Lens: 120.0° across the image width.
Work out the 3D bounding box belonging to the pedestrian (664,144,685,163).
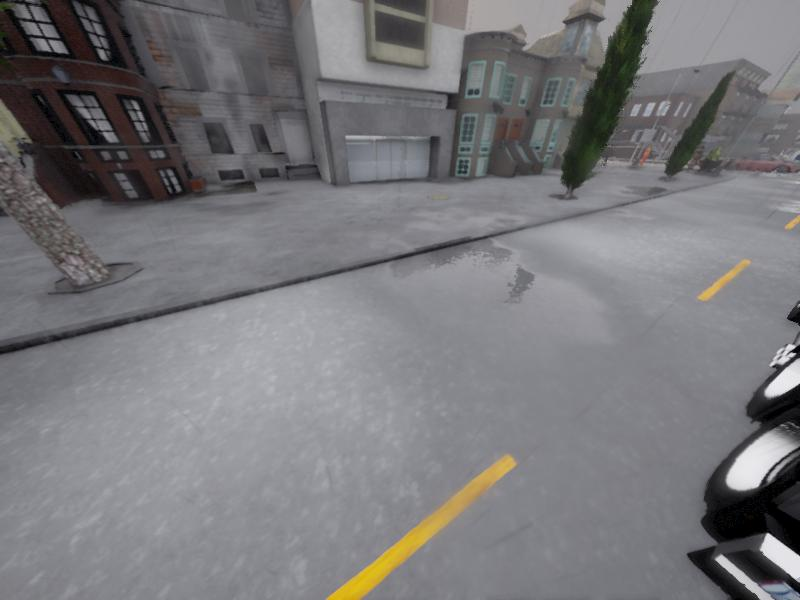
[{"bbox_3d":[33.354,-17.843,28.085,0.751,1.860,0.751,14,37,19],"label":"pedestrian"}]

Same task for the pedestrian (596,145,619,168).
[{"bbox_3d":[19.792,-13.736,22.092,0.751,1.860,0.751,5,35,7],"label":"pedestrian"}]

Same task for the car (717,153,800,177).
[{"bbox_3d":[31.419,-11.787,20.016,1.994,1.385,4.181,-18,39,-24],"label":"car"}]

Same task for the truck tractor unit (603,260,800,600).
[{"bbox_3d":[5.102,-0.310,0.792,6.516,4.208,3.053,-19,39,-24],"label":"truck tractor unit"}]
